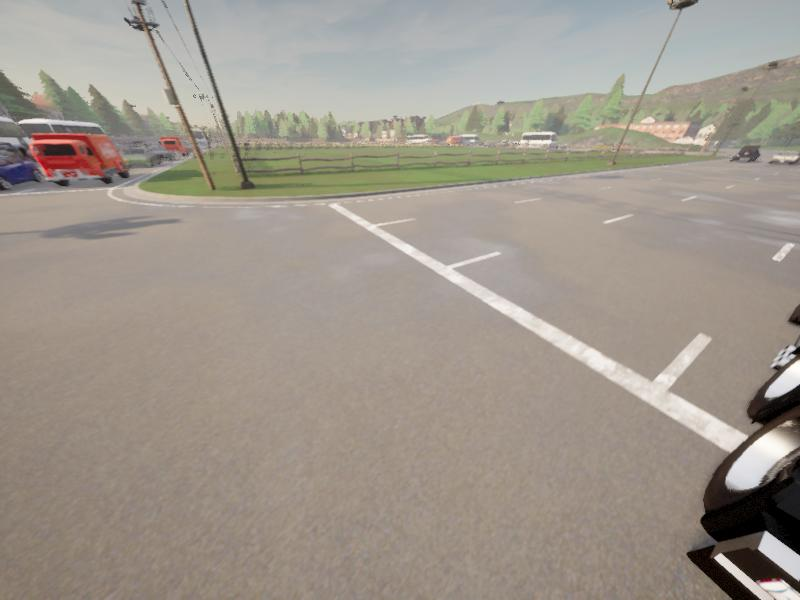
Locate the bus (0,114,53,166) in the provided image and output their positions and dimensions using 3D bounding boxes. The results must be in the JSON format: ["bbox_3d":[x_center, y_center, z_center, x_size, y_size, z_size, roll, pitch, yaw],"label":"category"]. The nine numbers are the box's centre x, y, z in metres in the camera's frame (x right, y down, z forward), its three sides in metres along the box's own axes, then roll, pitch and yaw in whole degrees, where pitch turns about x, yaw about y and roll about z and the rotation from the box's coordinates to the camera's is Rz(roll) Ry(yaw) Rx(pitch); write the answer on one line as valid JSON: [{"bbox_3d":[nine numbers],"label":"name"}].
[{"bbox_3d":[-42.230,-16.490,23.628,3.944,4.253,10.273,-23,41,-31],"label":"bus"}]

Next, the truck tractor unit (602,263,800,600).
[{"bbox_3d":[5.109,-0.302,0.793,6.516,4.208,3.053,-18,39,-24],"label":"truck tractor unit"}]

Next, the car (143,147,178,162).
[{"bbox_3d":[-29.191,-17.930,28.332,1.994,1.385,4.181,-18,39,-25],"label":"car"}]

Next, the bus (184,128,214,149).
[{"bbox_3d":[-53.902,-43.440,62.279,3.944,4.253,10.273,-18,38,-25],"label":"bus"}]

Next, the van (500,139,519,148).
[{"bbox_3d":[39.439,-56.503,83.401,1.988,2.561,5.915,-18,39,-25],"label":"van"}]

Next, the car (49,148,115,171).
[{"bbox_3d":[-27.455,-12.322,20.187,1.970,1.475,3.806,-18,39,-25],"label":"car"}]

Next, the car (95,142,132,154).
[{"bbox_3d":[-50.040,-26.668,40.488,2.152,1.651,5.027,-15,38,-21],"label":"car"}]

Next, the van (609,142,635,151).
[{"bbox_3d":[61.607,-42.633,64.178,1.775,1.987,4.442,-18,39,-25],"label":"van"}]

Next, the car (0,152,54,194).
[{"bbox_3d":[-21.711,-6.803,12.248,1.882,1.535,5.008,-19,39,-26],"label":"car"}]

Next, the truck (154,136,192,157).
[{"bbox_3d":[-34.192,-23.285,35.012,2.627,2.467,5.204,-18,39,-25],"label":"truck"}]

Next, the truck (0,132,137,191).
[{"bbox_3d":[-18.919,-8.404,13.758,2.627,2.467,5.204,-20,40,-26],"label":"truck"}]

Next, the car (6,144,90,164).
[{"bbox_3d":[-38.821,-16.390,25.763,2.242,1.667,4.611,0,35,-1],"label":"car"}]

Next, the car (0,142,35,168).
[{"bbox_3d":[-36.580,-13.336,21.193,1.905,1.878,3.866,-25,42,-32],"label":"car"}]

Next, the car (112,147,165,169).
[{"bbox_3d":[-24.794,-13.692,22.139,2.007,1.525,4.514,-18,39,-25],"label":"car"}]

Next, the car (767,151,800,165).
[{"bbox_3d":[48.880,-17.932,29.131,4.718,1.301,1.895,-18,39,-24],"label":"car"}]

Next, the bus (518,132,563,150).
[{"bbox_3d":[41.524,-47.473,68.961,3.944,4.253,10.273,-18,39,-25],"label":"bus"}]

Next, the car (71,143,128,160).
[{"bbox_3d":[-37.904,-18.897,29.378,2.242,1.667,4.611,-12,36,-17],"label":"car"}]

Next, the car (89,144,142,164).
[{"bbox_3d":[-31.486,-16.348,25.771,2.242,1.667,4.611,-18,39,-25],"label":"car"}]

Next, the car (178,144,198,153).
[{"bbox_3d":[-40.444,-28.944,44.071,1.994,1.385,4.181,-18,39,-25],"label":"car"}]

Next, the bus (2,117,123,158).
[{"bbox_3d":[-48.013,-23.665,33.875,3.944,4.253,10.273,-9,36,-13],"label":"bus"}]

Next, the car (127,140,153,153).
[{"bbox_3d":[-47.348,-28.013,42.207,1.905,1.878,3.866,-18,39,-25],"label":"car"}]

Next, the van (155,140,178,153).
[{"bbox_3d":[-45.076,-29.781,44.691,1.775,1.987,4.442,-18,39,-25],"label":"van"}]
